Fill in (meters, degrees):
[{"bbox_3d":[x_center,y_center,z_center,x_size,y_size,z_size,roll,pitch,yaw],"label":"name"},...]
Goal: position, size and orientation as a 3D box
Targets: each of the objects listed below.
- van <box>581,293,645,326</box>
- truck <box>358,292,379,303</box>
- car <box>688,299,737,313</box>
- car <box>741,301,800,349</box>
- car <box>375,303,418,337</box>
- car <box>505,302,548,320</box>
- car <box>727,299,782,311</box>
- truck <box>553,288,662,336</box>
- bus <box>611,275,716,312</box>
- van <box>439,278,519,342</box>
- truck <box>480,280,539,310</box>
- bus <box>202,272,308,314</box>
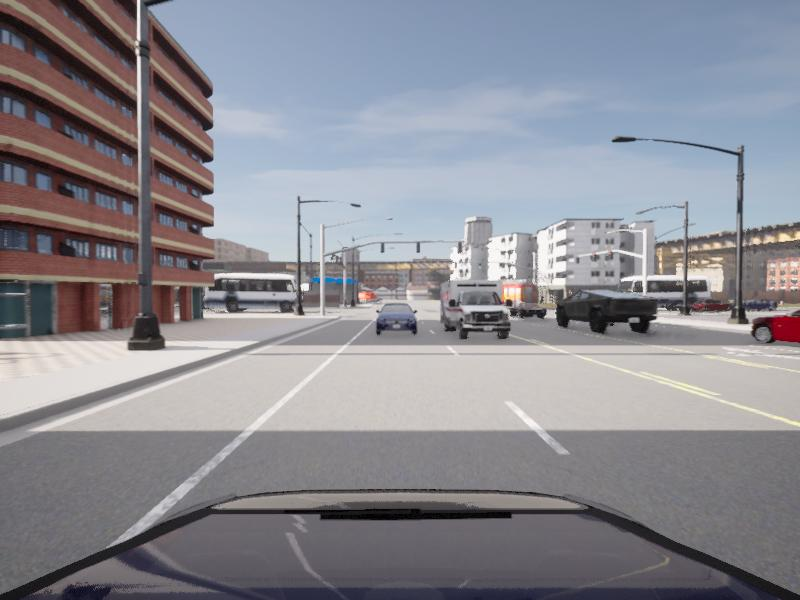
[{"bbox_3d":[13.857,0.579,26.380,1.775,1.987,4.442,0,0,-1],"label":"van"},{"bbox_3d":[-7.406,-0.690,92.765,2.627,2.467,5.204,-1,1,-36],"label":"truck"},{"bbox_3d":[35.541,0.647,45.491,4.193,1.474,1.816,0,1,-2],"label":"car"},{"bbox_3d":[13.863,0.825,12.652,1.882,1.535,5.008,0,0,0],"label":"car"},{"bbox_3d":[-0.158,0.867,19.315,1.812,1.442,4.674,0,0,0],"label":"car"},{"bbox_3d":[10.276,0.882,32.878,1.895,1.301,4.718,0,0,-2],"label":"car"},{"bbox_3d":[43.368,0.583,49.055,4.792,1.488,2.163,0,1,0],"label":"car"},{"bbox_3d":[10.328,0.540,20.770,2.390,2.098,6.274,0,0,0],"label":"truck"},{"bbox_3d":[31.824,-0.802,48.712,10.273,4.253,3.944,0,1,-1],"label":"bus"},{"bbox_3d":[3.322,0.378,18.424,2.351,2.431,6.366,0,0,-1],"label":"van"},{"bbox_3d":[14.765,-0.698,54.850,2.891,3.827,8.468,-1,1,-26],"label":"truck"},{"bbox_3d":[-15.687,-0.735,44.164,10.273,4.253,3.944,1,1,-3],"label":"bus"}]
